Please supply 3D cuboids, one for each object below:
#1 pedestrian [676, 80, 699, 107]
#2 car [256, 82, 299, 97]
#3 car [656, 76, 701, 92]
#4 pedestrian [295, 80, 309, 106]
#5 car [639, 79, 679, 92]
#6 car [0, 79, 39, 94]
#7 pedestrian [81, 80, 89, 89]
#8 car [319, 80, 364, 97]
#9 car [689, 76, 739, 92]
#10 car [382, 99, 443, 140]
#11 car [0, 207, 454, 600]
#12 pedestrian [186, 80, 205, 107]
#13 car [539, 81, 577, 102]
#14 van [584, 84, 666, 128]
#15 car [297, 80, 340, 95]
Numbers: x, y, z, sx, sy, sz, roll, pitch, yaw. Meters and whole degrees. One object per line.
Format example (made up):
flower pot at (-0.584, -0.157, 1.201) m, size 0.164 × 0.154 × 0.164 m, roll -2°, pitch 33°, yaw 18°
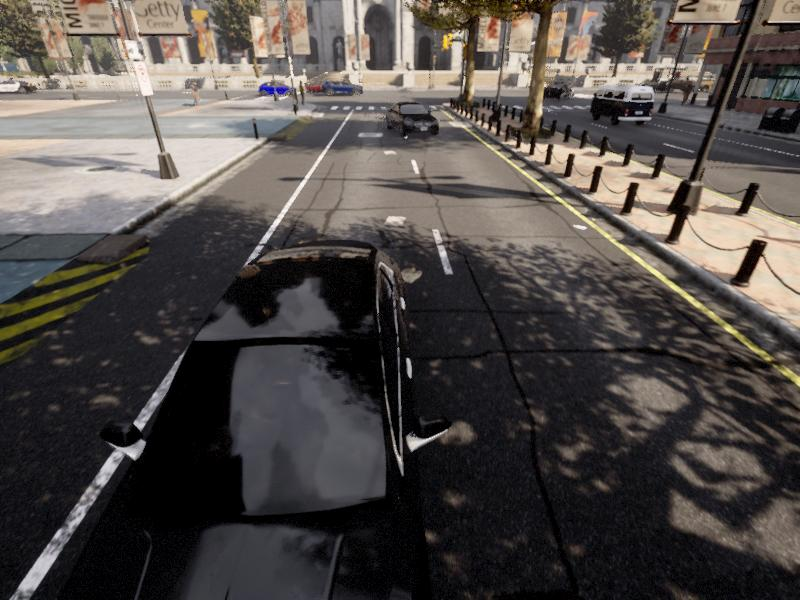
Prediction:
pedestrian at (23.007, -16.540, 32.053) m, size 0.751 × 1.860 × 0.751 m, roll 1°, pitch 30°, yaw 1°
car at (-13.961, -24.097, 45.719) m, size 4.193 × 1.474 × 1.816 m, roll -1°, pitch 30°, yaw -2°
car at (34.662, -26.966, 49.905) m, size 3.988 × 1.617 × 1.851 m, roll -1°, pitch 30°, yaw -2°
pedestrian at (-8.057, -17.065, 32.969) m, size 0.751 × 1.860 × 0.751 m, roll -2°, pitch 30°, yaw -3°
car at (34.340, -28.445, 53.082) m, size 3.806 × 1.475 × 1.970 m, roll -1°, pitch 30°, yaw -2°
car at (-48.685, -26.566, 49.844) m, size 4.974 × 1.542 × 2.038 m, roll -8°, pitch 31°, yaw -14°
pedestrian at (-45.480, -31.089, 57.706) m, size 0.500 × 1.100 × 0.500 m, roll -8°, pitch 31°, yaw -13°
car at (-6.609, -24.282, 45.882) m, size 4.856 × 1.649 × 2.033 m, roll -1°, pitch 30°, yaw -1°
car at (41.642, -28.722, 53.192) m, size 4.605 × 1.855 × 1.932 m, roll -1°, pitch 30°, yaw -2°
car at (0.500, -9.420, 20.661) m, size 1.812 × 1.442 × 4.674 m, roll -8°, pitch 31°, yaw -14°
car at (-0.800, 0.712, 3.302) m, size 1.837 × 1.490 × 4.892 m, roll -1°, pitch 30°, yaw -2°
pedestrian at (-16.561, -16.749, 32.434) m, size 0.751 × 1.860 × 0.751 m, roll 4°, pitch 31°, yaw 7°
car at (16.303, -21.521, 41.135) m, size 1.930 × 1.638 × 5.238 m, roll 20°, pitch 36°, yaw 32°
van at (13.336, -11.830, 24.181) m, size 2.069 × 2.038 × 4.480 m, roll -1°, pitch 30°, yaw -2°
car at (-9.875, -25.900, 48.793) m, size 4.792 × 1.488 × 2.163 m, roll 0°, pitch 30°, yaw 0°
